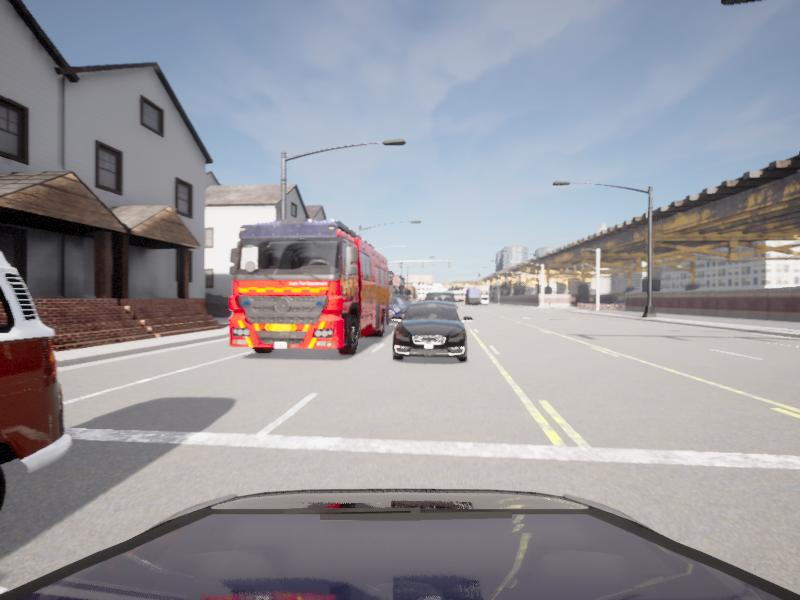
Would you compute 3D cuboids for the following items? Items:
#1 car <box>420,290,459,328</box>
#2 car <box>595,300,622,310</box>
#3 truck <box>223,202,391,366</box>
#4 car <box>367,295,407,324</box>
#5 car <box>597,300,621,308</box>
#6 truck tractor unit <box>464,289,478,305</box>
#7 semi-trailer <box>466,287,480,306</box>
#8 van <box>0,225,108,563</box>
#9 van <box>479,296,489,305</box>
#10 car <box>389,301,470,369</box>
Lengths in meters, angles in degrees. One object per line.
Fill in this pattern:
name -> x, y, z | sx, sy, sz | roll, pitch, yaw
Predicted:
car -> 2.482, 0.493, 24.832 | 2.150, 2.045, 5.566 | 0, 0, 6
car -> 33.732, 0.753, 64.659 | 4.974, 1.542, 2.038 | 0, 0, -40
truck -> -2.332, -0.387, 13.686 | 2.891, 3.827, 8.468 | 0, 0, 7
car -> -0.767, 0.595, 27.136 | 2.097, 1.767, 4.553 | 0, 0, 7
car -> 33.773, 0.596, 64.692 | 4.536, 1.218, 1.853 | 0, 0, -40
truck tractor unit -> 19.442, -0.779, 109.825 | 3.053, 4.208, 6.516 | 1, 0, 7
semi-trailer -> 18.509, -0.853, 101.950 | 2.717, 4.402, 14.254 | 0, 0, 7
van -> -3.482, 0.567, 1.067 | 2.069, 2.038, 4.480 | 0, 0, 1
van -> 22.794, 0.095, 108.471 | 1.988, 2.561, 5.915 | 0, 0, 7
car -> 0.941, 0.800, 11.546 | 1.837, 1.490, 4.892 | 0, 0, 7
